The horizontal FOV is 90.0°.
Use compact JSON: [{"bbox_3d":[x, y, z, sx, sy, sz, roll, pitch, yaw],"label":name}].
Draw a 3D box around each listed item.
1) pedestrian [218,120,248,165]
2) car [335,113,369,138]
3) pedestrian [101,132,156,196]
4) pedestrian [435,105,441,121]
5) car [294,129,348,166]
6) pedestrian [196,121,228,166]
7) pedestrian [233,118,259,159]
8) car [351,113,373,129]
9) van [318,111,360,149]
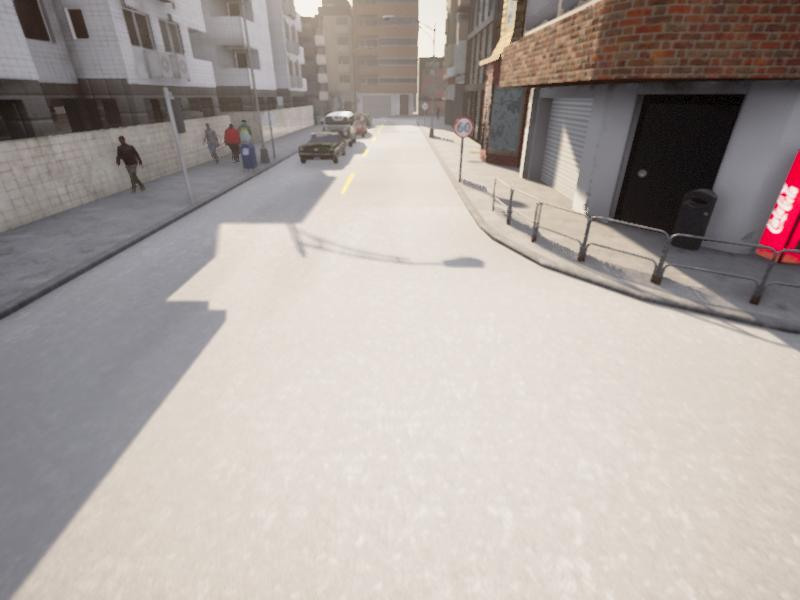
[{"bbox_3d":[-7.776,-7.370,18.721,0.751,1.860,0.751,0,27,1],"label":"pedestrian"},{"bbox_3d":[-3.963,-14.726,33.583,2.242,1.667,4.611,0,27,0],"label":"car"},{"bbox_3d":[-8.647,-4.342,12.807,0.751,1.860,0.751,-2,27,-3],"label":"pedestrian"},{"bbox_3d":[4.794,-23.631,50.496,0.751,1.860,0.751,3,27,6],"label":"pedestrian"},{"bbox_3d":[-3.982,-8.086,21.024,1.895,1.301,4.718,0,27,0],"label":"car"},{"bbox_3d":[-8.622,-7.216,18.421,0.751,1.860,0.751,3,27,6],"label":"pedestrian"},{"bbox_3d":[-7.839,-8.239,20.419,0.751,1.860,0.751,0,27,0],"label":"pedestrian"},{"bbox_3d":[-4.013,-19.177,42.690,1.895,1.301,4.718,0,27,-1],"label":"car"},{"bbox_3d":[-3.979,-11.462,26.801,2.069,2.038,4.480,0,27,0],"label":"van"}]
